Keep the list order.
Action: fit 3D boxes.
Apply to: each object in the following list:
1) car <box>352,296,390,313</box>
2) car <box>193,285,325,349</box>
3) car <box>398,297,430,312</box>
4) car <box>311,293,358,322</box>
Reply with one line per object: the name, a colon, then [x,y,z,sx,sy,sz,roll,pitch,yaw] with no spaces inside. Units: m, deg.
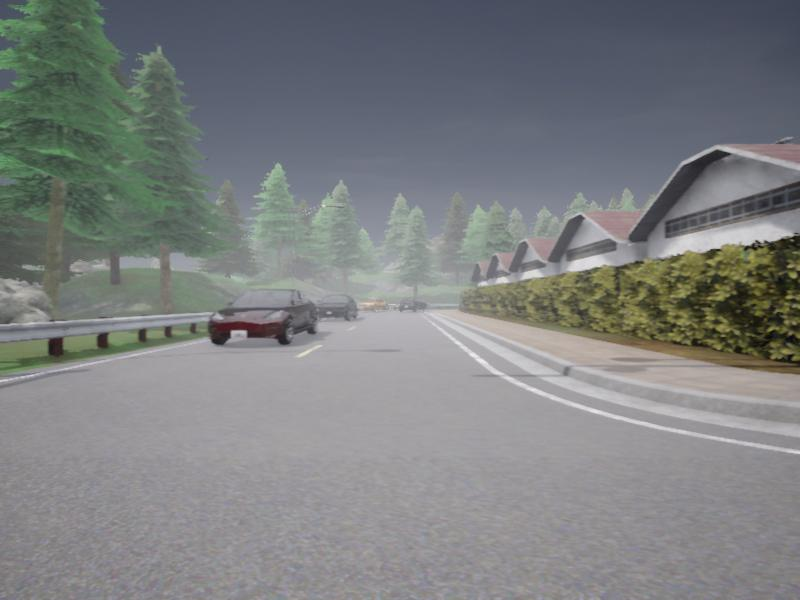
car: [-2.785,0.419,39.866,1.801,1.575,5.366,0,0,18]
car: [-3.758,0.408,11.786,2.163,1.488,4.792,0,0,1]
car: [1.452,0.453,40.609,1.816,1.474,4.193,-1,0,23]
car: [-3.657,0.409,23.277,1.882,1.535,5.008,0,0,1]
